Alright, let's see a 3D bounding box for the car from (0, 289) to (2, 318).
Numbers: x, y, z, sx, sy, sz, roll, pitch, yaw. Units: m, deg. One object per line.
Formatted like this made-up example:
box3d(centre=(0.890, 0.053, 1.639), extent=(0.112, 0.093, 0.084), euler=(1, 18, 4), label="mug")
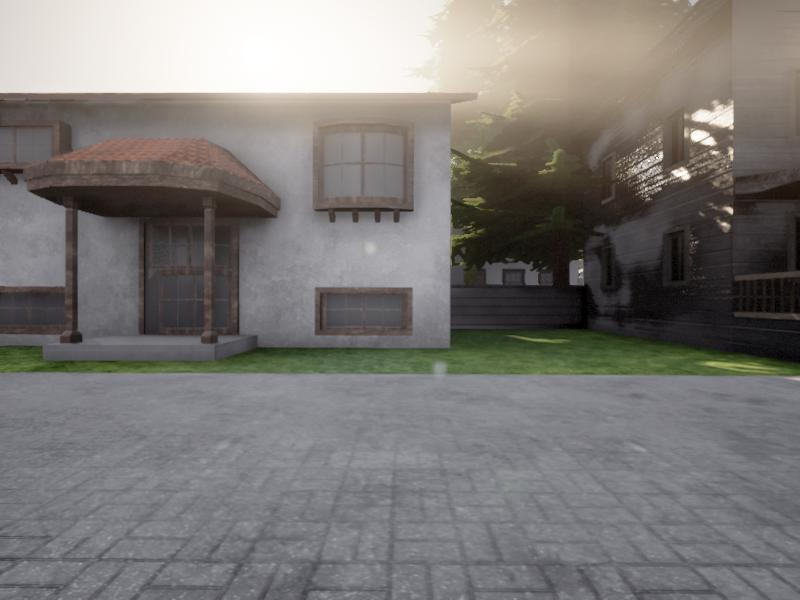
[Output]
box3d(centre=(-21.015, 0.188, 18.126), extent=(1.816, 1.474, 4.193), euler=(0, 0, 0), label="car")
